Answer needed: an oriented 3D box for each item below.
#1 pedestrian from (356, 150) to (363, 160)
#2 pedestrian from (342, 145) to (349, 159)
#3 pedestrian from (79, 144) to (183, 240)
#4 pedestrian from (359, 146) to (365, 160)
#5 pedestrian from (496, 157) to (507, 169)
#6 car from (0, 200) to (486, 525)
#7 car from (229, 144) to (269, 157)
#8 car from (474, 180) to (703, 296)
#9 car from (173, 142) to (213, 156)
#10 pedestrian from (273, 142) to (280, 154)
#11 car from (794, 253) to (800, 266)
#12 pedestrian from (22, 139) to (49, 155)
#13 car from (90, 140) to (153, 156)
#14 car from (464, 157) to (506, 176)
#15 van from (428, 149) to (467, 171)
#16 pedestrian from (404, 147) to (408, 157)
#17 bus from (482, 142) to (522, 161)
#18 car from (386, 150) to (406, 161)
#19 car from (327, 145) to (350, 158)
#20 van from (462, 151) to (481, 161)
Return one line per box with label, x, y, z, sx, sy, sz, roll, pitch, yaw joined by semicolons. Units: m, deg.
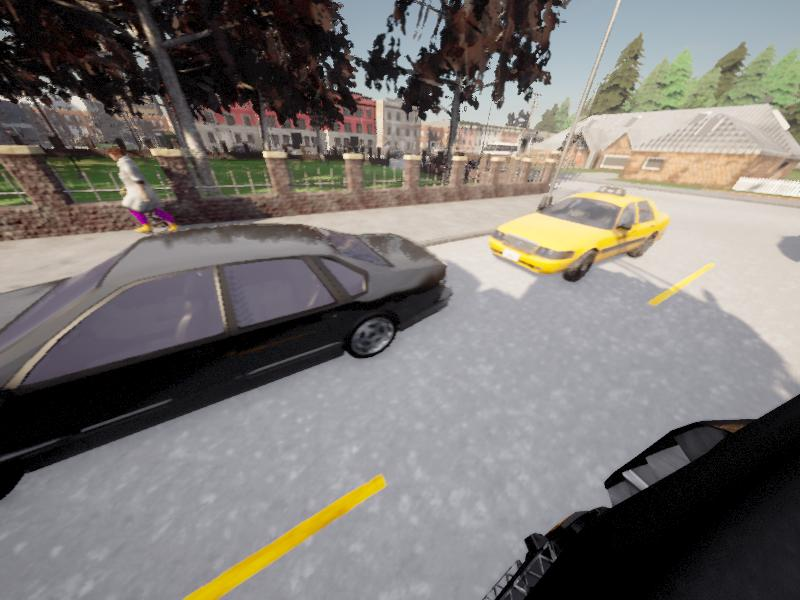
pedestrian;-6.439;-23.163;36.922;0.751;1.300;0.751;-16;38;-26
pedestrian;-8.893;-24.012;37.532;0.751;1.860;0.751;-19;39;-29
pedestrian;-5.997;-2.460;5.328;0.751;1.860;0.751;-17;38;-26
pedestrian;-6.325;-24.463;38.376;0.751;1.860;0.751;-2;34;-7
pedestrian;13.724;-18.465;31.166;0.751;1.300;0.751;-9;35;-16
car;-1.882;0.030;2.506;5.357;1.411;2.033;-17;38;-26
car;-23.057;-22.807;35.363;4.892;1.490;1.837;-17;38;-26
car;4.554;-1.829;5.549;5.366;1.575;1.801;-16;38;-25
car;-28.886;-21.145;32.432;3.705;1.549;1.789;-16;38;-26
pedestrian;-23.279;-28.656;43.578;0.751;1.860;0.751;-14;37;-23
car;12.402;-1.649;5.764;3.988;1.617;1.851;-17;38;-27
pedestrian;-37.237;-15.650;23.629;0.751;1.300;0.751;-16;38;-25
car;-35.112;-19.330;29.325;4.514;1.525;2.007;-16;38;-26
car;8.722;-13.960;24.096;1.845;1.501;3.633;-16;38;-26
van;5.639;-17.247;28.375;2.069;2.038;4.480;-16;38;-26
pedestrian;1.472;-35.864;56.016;0.751;1.860;0.751;-19;39;-29
bus;28.284;-41.106;64.095;10.273;4.253;3.944;-16;38;-26
car;-0.746;-27.138;43.289;1.845;1.501;3.633;-24;42;-34
car;-11.834;-28.604;44.446;3.866;1.878;1.905;-10;35;-19
van;18.652;-37.475;60.066;4.442;1.987;1.775;-16;38;-26
